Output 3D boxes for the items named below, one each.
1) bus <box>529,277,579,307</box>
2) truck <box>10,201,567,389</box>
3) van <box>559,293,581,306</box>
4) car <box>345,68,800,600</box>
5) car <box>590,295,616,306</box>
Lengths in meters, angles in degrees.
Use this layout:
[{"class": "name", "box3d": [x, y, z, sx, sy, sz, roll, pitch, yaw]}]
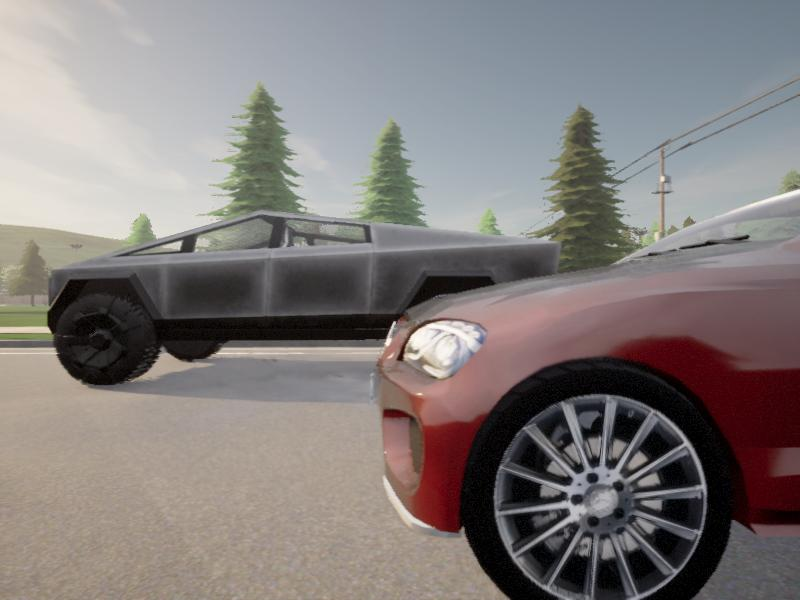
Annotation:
[{"class": "bus", "box3d": [23.887, -1.163, 62.767, 3.944, 4.253, 10.273, 0, 0, 1]}, {"class": "truck", "box3d": [-1.257, -0.057, 5.699, 6.274, 2.098, 2.390, 0, 0, 0]}, {"class": "van", "box3d": [27.475, -0.033, 64.857, 1.775, 1.987, 4.442, 0, 0, 1]}, {"class": "car", "box3d": [2.360, 0.179, 2.199, 5.027, 1.651, 2.152, 0, 0, 0]}, {"class": "car", "box3d": [34.440, 0.057, 67.893, 2.097, 1.767, 4.553, 0, 0, 1]}]
